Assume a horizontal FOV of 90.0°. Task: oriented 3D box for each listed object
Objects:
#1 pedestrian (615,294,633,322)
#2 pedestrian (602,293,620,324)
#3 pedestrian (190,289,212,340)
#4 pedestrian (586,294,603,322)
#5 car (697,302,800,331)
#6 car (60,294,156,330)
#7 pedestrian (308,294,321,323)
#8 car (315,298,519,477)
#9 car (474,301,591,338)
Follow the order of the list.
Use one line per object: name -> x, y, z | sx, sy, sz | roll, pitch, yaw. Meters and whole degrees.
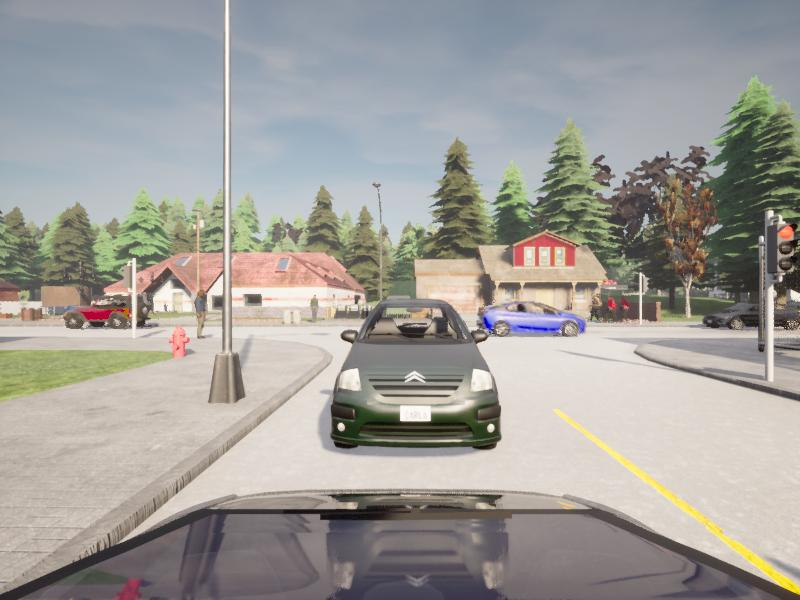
pedestrian -> 14.895, 0.533, 26.599 | 0.751, 1.860, 0.751 | 0, 0, -3
pedestrian -> 13.054, 0.533, 24.777 | 0.751, 1.860, 0.751 | 0, 0, 0
pedestrian -> -7.594, 0.534, 15.250 | 0.751, 1.860, 0.751 | 0, 0, -28
pedestrian -> 12.929, 0.533, 26.640 | 0.751, 1.860, 0.751 | 0, 0, 0
car -> 18.612, 0.854, 21.303 | 4.193, 1.474, 1.816 | 0, 0, 1
car -> -15.994, 0.643, 22.051 | 3.866, 1.878, 1.905 | -1, 0, 0
pedestrian -> -5.507, 0.533, 25.747 | 0.751, 1.860, 0.751 | 0, 0, -13
car -> 0.190, 0.788, 5.622 | 1.851, 1.617, 3.988 | 0, 0, 1
car -> 5.679, 0.828, 17.584 | 4.514, 1.525, 2.007 | 0, 0, 1
